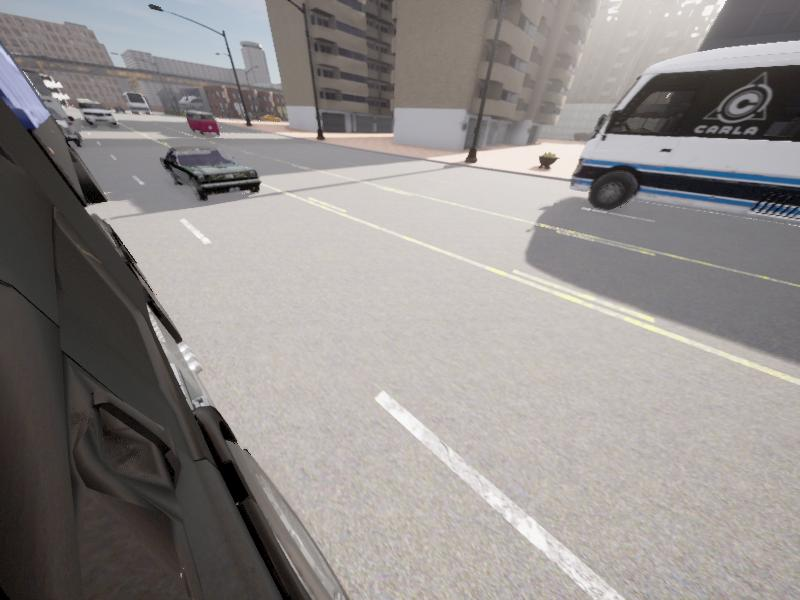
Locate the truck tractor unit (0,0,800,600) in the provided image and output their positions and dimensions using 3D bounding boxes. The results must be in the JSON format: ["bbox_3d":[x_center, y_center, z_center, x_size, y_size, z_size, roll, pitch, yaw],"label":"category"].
[{"bbox_3d":[-2.645,-0.295,0.351,6.516,4.208,3.053,28,44,30],"label":"truck tractor unit"}]

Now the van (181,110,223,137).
[{"bbox_3d":[-21.382,-19.119,24.976,4.442,1.987,1.775,31,45,29],"label":"van"}]

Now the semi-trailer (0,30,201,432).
[{"bbox_3d":[-8.629,-3.676,4.258,14.254,4.402,2.717,29,44,30],"label":"semi-trailer"}]

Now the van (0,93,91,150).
[{"bbox_3d":[-22.691,-11.449,14.737,6.366,2.431,2.351,31,45,29],"label":"van"}]

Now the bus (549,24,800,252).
[{"bbox_3d":[11.070,-4.172,6.389,10.273,4.253,3.944,29,44,31],"label":"bus"}]

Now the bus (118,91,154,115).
[{"bbox_3d":[-68.068,-50.620,59.530,10.273,4.253,3.944,33,46,32],"label":"bus"}]

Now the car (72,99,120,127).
[{"bbox_3d":[-34.049,-20.927,25.858,5.566,2.045,2.150,30,45,29],"label":"car"}]

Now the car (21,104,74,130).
[{"bbox_3d":[-32.847,-17.111,21.579,4.902,1.511,2.128,31,45,29],"label":"car"}]

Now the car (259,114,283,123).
[{"bbox_3d":[-33.367,-47.012,59.891,1.882,1.535,5.008,31,45,31],"label":"car"}]

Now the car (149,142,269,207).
[{"bbox_3d":[-7.001,-4.756,8.399,4.718,1.301,1.895,30,44,30],"label":"car"}]
